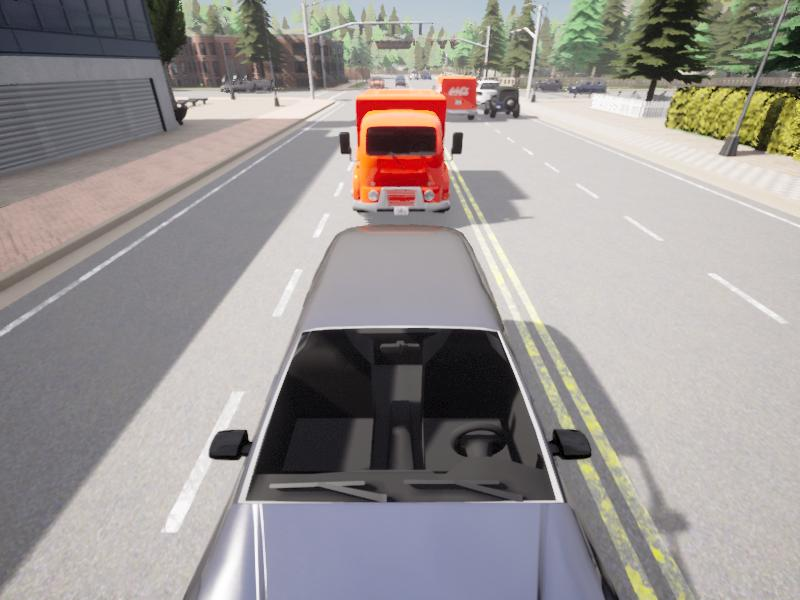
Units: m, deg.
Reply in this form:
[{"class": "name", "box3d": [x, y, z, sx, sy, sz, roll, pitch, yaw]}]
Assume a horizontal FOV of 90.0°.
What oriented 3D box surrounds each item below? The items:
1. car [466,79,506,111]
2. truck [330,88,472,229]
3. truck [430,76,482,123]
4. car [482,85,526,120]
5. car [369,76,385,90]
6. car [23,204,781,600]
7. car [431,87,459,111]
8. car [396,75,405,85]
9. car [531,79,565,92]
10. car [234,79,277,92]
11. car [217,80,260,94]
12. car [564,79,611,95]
[{"class": "car", "box3d": [7.043, -17.261, 33.518, 2.150, 2.045, 5.566, 0, 30, 0]}, {"class": "truck", "box3d": [0.017, -3.909, 10.250, 2.627, 2.467, 5.204, 0, 30, 0]}, {"class": "truck", "box3d": [3.542, -13.408, 26.504, 2.627, 2.467, 5.204, 0, 30, 0]}, {"class": "car", "box3d": [7.039, -13.622, 27.446, 1.905, 1.878, 3.866, 0, 30, 0]}, {"class": "car", "box3d": [-3.425, -32.954, 60.622, 2.097, 1.767, 4.553, 0, 30, 0]}, {"class": "car", "box3d": [0.002, 0.763, 3.055, 2.242, 1.667, 4.611, 0, 30, 0]}, {"class": "car", "box3d": [3.545, -16.287, 32.362, 1.845, 1.501, 3.633, 0, 30, 0]}, {"class": "car", "box3d": [0.095, -43.288, 78.554, 1.882, 1.535, 5.008, 0, 30, 0]}, {"class": "car", "box3d": [19.835, -28.808, 53.752, 3.633, 1.501, 1.845, 0, 30, 0]}, {"class": "car", "box3d": [-19.509, -28.990, 54.143, 4.792, 1.488, 2.163, 0, 30, 0]}, {"class": "car", "box3d": [-20.591, -27.210, 51.120, 4.514, 1.525, 2.007, 0, 30, 0]}, {"class": "car", "box3d": [23.699, -27.023, 50.731, 4.611, 1.667, 2.242, 0, 30, 0]}]
